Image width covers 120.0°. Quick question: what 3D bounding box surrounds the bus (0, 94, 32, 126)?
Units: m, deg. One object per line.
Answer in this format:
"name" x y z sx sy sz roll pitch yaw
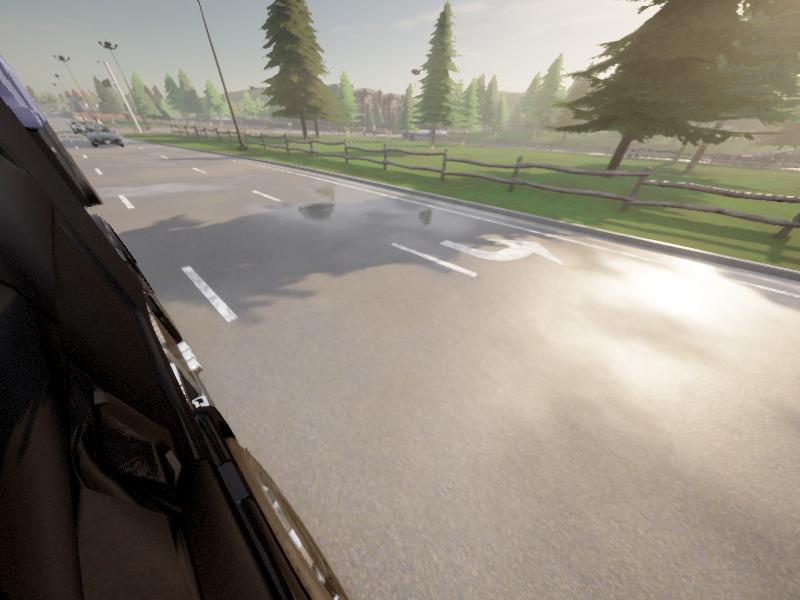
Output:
"bus" -70.875 -33.827 41.121 10.273 4.253 3.944 28 43 30

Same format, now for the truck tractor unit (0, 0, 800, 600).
"truck tractor unit" -2.645 -0.295 0.351 6.516 4.208 3.053 28 44 30

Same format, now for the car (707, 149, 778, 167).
"car" 47.631 -19.976 32.405 5.238 1.638 1.930 28 43 30

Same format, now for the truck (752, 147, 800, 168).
"truck" 57.088 -20.573 33.443 6.274 2.098 2.390 28 43 30

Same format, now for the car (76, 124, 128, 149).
"car" -24.579 -13.502 19.055 4.193 1.474 1.816 28 43 30

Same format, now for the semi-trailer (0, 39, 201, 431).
"semi-trailer" -8.705 -3.589 4.237 14.254 4.402 2.717 28 43 30

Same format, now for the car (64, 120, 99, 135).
"car" -40.809 -22.099 29.594 3.806 1.475 1.970 28 43 30

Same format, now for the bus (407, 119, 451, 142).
"bus" 7.013 -42.603 58.092 10.273 4.253 3.944 28 43 30
